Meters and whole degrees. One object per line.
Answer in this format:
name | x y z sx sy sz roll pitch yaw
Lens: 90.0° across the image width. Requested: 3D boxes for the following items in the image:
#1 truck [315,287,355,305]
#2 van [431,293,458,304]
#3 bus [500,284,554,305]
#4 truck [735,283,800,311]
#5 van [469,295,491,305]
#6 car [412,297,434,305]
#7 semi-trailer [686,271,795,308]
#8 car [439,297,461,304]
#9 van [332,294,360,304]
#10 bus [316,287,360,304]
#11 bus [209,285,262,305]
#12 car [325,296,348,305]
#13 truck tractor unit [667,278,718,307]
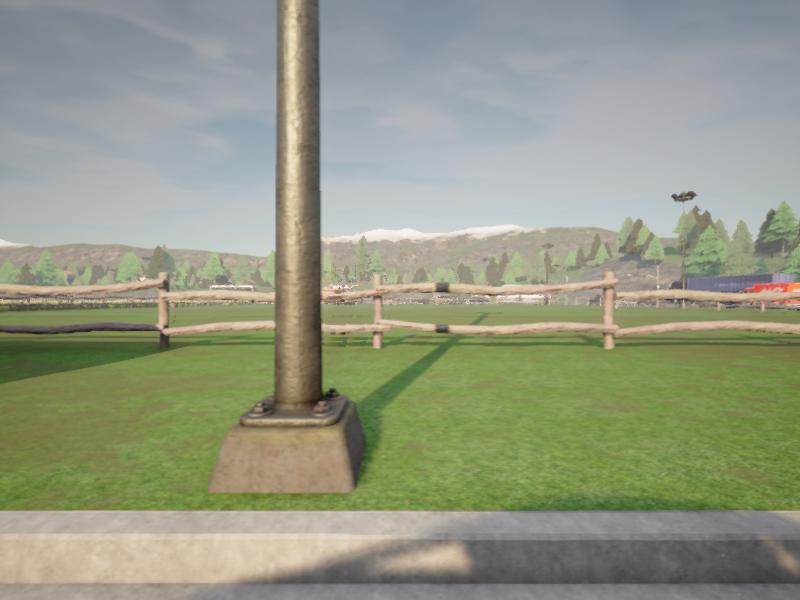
truck | -14.263 -0.915 88.458 8.468 3.827 2.891 0 0 0
van | 10.273 -0.281 92.052 5.915 2.561 1.988 0 0 0
bus | 27.201 -1.145 85.684 10.273 4.253 3.944 0 1 -7
truck | 34.416 -0.260 36.948 2.627 2.467 5.204 0 0 1
van | 17.700 -0.035 88.583 4.480 2.038 2.069 0 0 0
car | 4.796 0.153 85.035 4.611 1.667 2.242 0 0 0
semi-trailer | 45.063 -1.243 54.036 2.717 4.402 14.254 0 0 0
car | 11.913 0.175 95.562 5.027 1.651 2.152 0 0 0
van | -12.736 -0.215 95.467 6.366 2.431 2.351 0 0 0
bus | -15.202 -1.131 99.080 10.273 4.253 3.944 0 0 0
bus | -36.270 -1.120 88.501 10.273 4.253 3.944 0 0 0
car | -13.478 0.059 84.965 4.605 1.855 1.932 0 0 0
truck tractor unit | 45.119 -1.139 61.955 3.053 4.208 6.516 0 0 0
